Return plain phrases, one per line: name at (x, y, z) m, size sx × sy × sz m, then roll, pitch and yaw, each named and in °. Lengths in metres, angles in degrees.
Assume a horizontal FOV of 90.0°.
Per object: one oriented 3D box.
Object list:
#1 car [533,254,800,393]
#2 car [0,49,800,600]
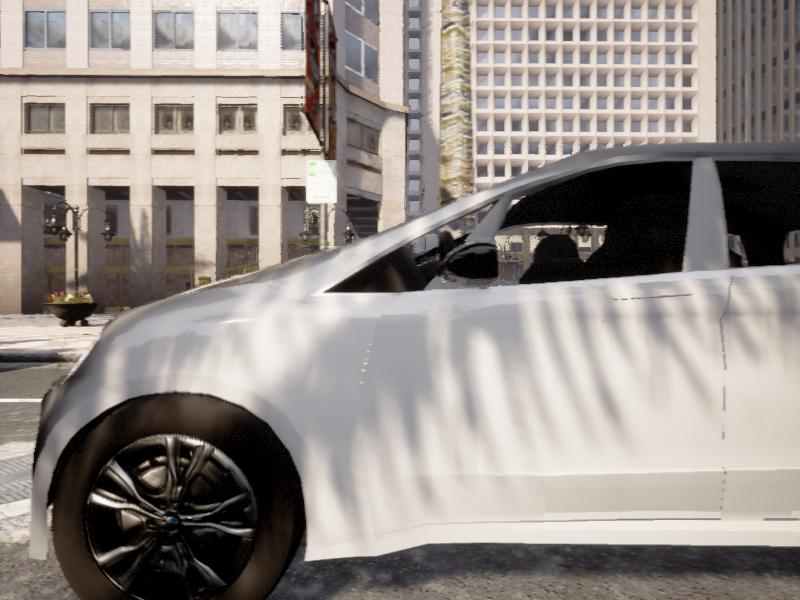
car at (4.550, 0.255, 5.390) m, size 4.792 × 1.488 × 2.163 m, roll 0°, pitch 0°, yaw -1°
car at (0.845, 0.157, 2.204) m, size 4.611 × 1.667 × 2.242 m, roll 0°, pitch 0°, yaw 0°
